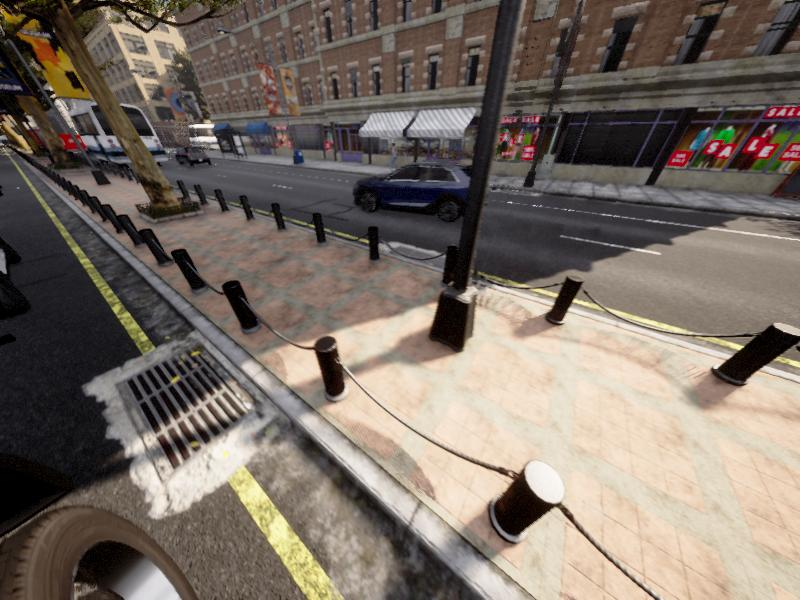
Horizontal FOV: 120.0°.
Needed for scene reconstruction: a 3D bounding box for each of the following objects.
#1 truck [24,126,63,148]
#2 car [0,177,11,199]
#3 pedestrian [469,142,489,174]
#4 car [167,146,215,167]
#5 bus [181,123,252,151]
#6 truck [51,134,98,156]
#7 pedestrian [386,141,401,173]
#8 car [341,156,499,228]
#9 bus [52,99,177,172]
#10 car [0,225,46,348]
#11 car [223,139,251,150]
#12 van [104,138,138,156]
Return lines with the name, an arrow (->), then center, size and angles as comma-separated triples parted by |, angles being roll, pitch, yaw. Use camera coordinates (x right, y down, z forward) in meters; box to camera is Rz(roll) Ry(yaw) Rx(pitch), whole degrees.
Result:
truck -> -80.628, -36.749, 52.264 | 8.468, 3.827, 2.891 | 22, 41, 28
car -> -20.005, -5.501, 10.391 | 5.357, 1.411, 2.033 | 22, 41, 28
pedestrian -> 5.473, -9.885, 16.101 | 0.751, 1.860, 0.751 | 27, 43, 33
car -> -19.465, -13.414, 21.531 | 3.633, 1.501, 1.845 | 22, 41, 28
bus -> -38.093, -34.233, 48.634 | 3.944, 4.253, 10.273 | 21, 40, 27
truck -> -47.921, -22.905, 34.007 | 5.204, 2.467, 2.627 | 22, 40, 27
pedestrian -> -0.456, -10.276, 16.613 | 0.751, 1.860, 0.751 | 19, 39, 25
car -> 0.650, -3.979, 8.175 | 4.856, 1.649, 2.033 | 14, 37, 19
bus -> -25.041, -14.252, 20.314 | 10.273, 4.253, 3.944 | 22, 41, 28
car -> -7.621, -0.530, 3.292 | 4.974, 1.542, 2.038 | 22, 41, 28
car -> -34.369, -32.911, 48.832 | 1.905, 1.878, 3.866 | 21, 40, 27
van -> -40.052, -21.964, 33.140 | 4.442, 1.987, 1.775 | 22, 41, 28
